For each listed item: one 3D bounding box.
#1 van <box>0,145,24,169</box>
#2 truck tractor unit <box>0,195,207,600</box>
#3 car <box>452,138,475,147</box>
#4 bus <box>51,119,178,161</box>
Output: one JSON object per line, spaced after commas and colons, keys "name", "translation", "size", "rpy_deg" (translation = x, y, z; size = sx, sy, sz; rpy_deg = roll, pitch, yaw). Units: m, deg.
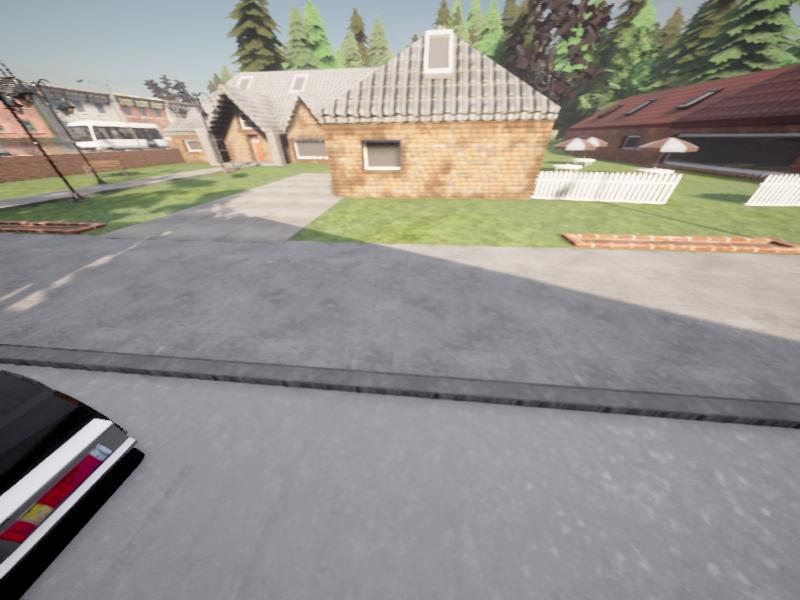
{"name": "van", "translation": [-40.472, -13.470, 21.890], "size": [1.775, 1.987, 4.442], "rpy_deg": [3, 35, 5]}
{"name": "truck tractor unit", "translation": [-5.360, 0.137, 0.172], "size": [6.516, 4.208, 3.053], "rpy_deg": [3, 35, 5]}
{"name": "car", "translation": [17.311, -43.052, 63.049], "size": [5.566, 2.045, 2.150], "rpy_deg": [3, 35, 5]}
{"name": "bus", "translation": [-38.996, -22.510, 32.676], "size": [3.944, 4.253, 10.273], "rpy_deg": [3, 35, 5]}
